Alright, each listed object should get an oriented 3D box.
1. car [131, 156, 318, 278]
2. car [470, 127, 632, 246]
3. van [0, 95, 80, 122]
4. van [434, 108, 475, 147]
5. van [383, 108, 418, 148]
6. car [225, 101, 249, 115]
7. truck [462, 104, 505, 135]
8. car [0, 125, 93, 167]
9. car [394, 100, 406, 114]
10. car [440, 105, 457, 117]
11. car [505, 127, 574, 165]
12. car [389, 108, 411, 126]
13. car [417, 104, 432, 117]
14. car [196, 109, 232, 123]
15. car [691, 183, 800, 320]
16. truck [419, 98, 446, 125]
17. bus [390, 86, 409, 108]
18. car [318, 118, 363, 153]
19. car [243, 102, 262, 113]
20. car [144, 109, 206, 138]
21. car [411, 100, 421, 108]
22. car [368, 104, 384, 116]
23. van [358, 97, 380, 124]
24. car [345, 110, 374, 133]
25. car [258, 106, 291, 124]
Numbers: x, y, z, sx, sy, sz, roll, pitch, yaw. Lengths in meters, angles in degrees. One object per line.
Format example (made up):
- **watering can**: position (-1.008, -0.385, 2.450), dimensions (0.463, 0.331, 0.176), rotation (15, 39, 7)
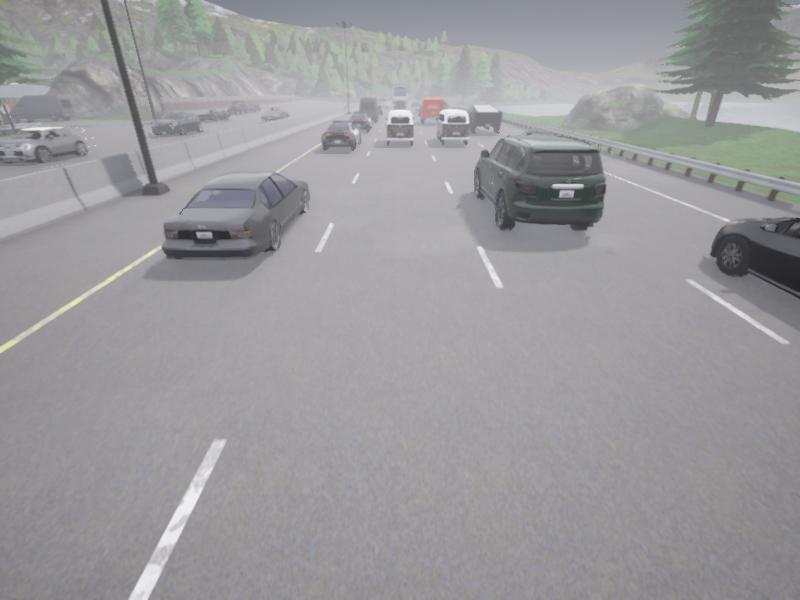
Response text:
- **car**: position (-3.499, -2.272, 9.412), dimensions (2.033, 1.411, 5.357), rotation (0, 27, 0)
- **car**: position (3.501, -3.364, 10.831), dimensions (2.150, 2.045, 5.566), rotation (0, 27, 0)
- **van**: position (-38.313, -20.467, 42.684), dimensions (5.915, 2.561, 1.988), rotation (0, 27, 0)
- **van**: position (3.506, -11.585, 26.695), dimensions (2.069, 2.038, 4.480), rotation (0, 27, 0)
- **van**: position (0.008, -11.507, 26.544), dimensions (2.069, 2.038, 4.480), rotation (0, 28, 0)
- **car**: position (-24.486, -28.984, 60.319), dimensions (1.905, 1.878, 3.866), rotation (0, 27, 0)
- **truck**: position (7.010, -15.616, 34.420), dimensions (2.390, 2.098, 6.274), rotation (0, 27, 0)
- **car**: position (-17.496, -7.573, 19.488), dimensions (1.970, 1.475, 3.806), rotation (0, 27, 0)
- **car**: position (0.017, -31.745, 65.742), dimensions (1.905, 1.878, 3.866), rotation (0, 27, 0)
- **car**: position (7.013, -27.709, 58.612), dimensions (1.895, 1.301, 4.718), rotation (0, 27, 0)
- **car**: position (7.004, -8.035, 20.673), dimensions (1.895, 1.301, 4.718), rotation (0, 27, 0)
- **car**: position (0.009, -19.233, 42.006), dimensions (2.128, 1.511, 4.902), rotation (0, 27, 0)
- **car**: position (3.511, -27.451, 57.906), dimensions (1.816, 1.474, 4.193), rotation (0, 27, 0)
- **car**: position (-20.991, -20.873, 45.316), dimensions (1.895, 1.301, 4.718), rotation (0, 27, 0)
- **car**: position (6.999, -0.499, 5.891), dimensions (2.007, 1.525, 4.514), rotation (0, 27, 0)
- **truck**: position (3.512, -21.012, 44.415), dimensions (2.627, 2.467, 5.204), rotation (0, 28, 0)
- **bus**: position (-0.096, -45.884, 90.412), dimensions (3.944, 4.253, 10.273), rotation (0, 27, 0)
- **car**: position (-3.495, -10.161, 24.480), dimensions (2.038, 1.542, 4.974), rotation (0, 28, 0)
- **car**: position (-24.484, -32.043, 66.544), dimensions (1.789, 1.549, 3.705), rotation (0, 27, 0)
- **car**: position (-17.494, -13.939, 31.419), dimensions (2.097, 1.767, 4.553), rotation (0, 27, 0)
- **car**: position (3.522, -43.991, 89.825), dimensions (2.007, 1.525, 4.514), rotation (0, 27, 0)
- **car**: position (-3.487, -28.023, 58.925), dimensions (2.007, 1.525, 4.514), rotation (0, 27, 0)
- **van**: position (-3.477, -21.765, 45.758), dimensions (1.988, 2.561, 5.915), rotation (0, 27, 0)
- **car**: position (-3.492, -15.824, 35.406), dimensions (2.038, 1.542, 4.974), rotation (0, 28, 0)
- **car**: position (-13.987, -20.862, 44.969), dimensions (2.152, 1.651, 5.027), rotation (0, 27, 0)
